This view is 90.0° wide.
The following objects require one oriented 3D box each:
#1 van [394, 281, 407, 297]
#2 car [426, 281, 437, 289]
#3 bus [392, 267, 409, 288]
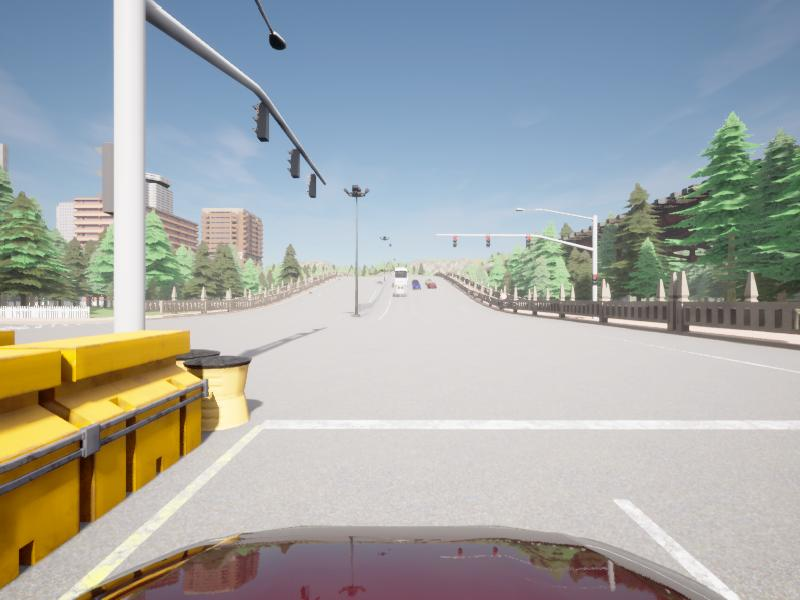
[{"bbox_3d":[0.146,-2.189,77.624,2.351,2.431,6.366,0,7,0],"label":"van"},{"bbox_3d":[7.227,-3.561,92.219,2.163,1.488,4.792,0,7,0],"label":"car"},{"bbox_3d":[0.131,-5.513,96.594,3.944,4.253,10.273,0,7,0],"label":"bus"}]
